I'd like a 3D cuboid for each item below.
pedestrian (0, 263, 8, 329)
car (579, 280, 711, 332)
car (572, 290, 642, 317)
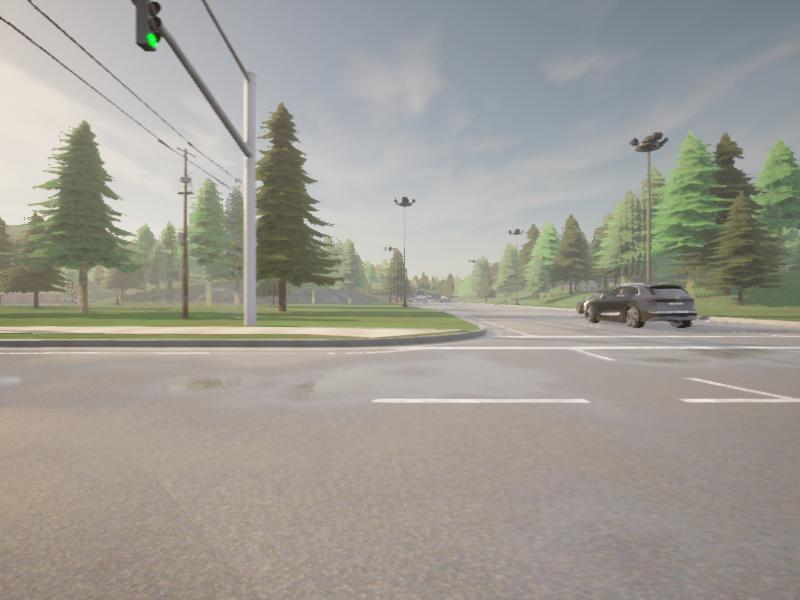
[{"bbox_3d":[-11.522,-0.114,11.011,0.751,1.860,0.751,0,0,3],"label":"pedestrian"},{"bbox_3d":[9.012,0.181,15.358,2.033,1.649,4.856,-1,0,-1],"label":"car"},{"bbox_3d":[12.861,0.228,25.293,2.038,1.542,4.974,0,0,3],"label":"car"}]
